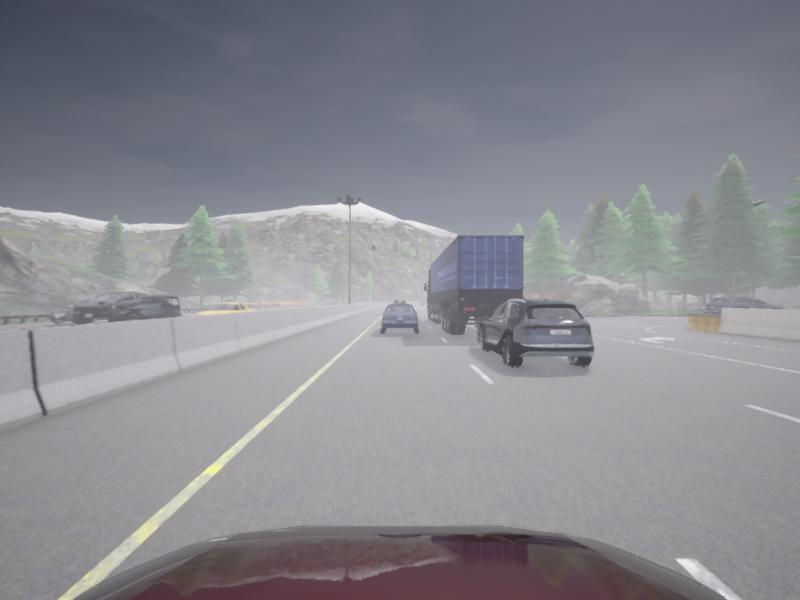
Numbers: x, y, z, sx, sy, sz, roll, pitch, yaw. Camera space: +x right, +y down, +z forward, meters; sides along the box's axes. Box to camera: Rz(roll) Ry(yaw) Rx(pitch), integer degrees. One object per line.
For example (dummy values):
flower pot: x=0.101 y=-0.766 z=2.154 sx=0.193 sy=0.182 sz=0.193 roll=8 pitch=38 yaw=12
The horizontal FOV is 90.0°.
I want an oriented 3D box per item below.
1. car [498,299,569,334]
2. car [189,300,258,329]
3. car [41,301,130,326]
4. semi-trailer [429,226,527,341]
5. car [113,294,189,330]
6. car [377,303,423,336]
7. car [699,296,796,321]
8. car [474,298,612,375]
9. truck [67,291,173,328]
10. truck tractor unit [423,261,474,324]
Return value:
car: x=6.999 y=0.773 z=21.583 sx=2.152 sy=1.651 sz=5.027 roll=0 pitch=0 yaw=0
car: x=-10.501 y=0.791 z=24.315 sx=1.801 sy=1.575 sz=5.366 roll=0 pitch=0 yaw=0
car: x=-21.001 y=0.828 z=27.045 sx=2.128 sy=1.511 sz=4.902 roll=0 pitch=0 yaw=0
semi-trailer: x=3.503 y=-0.626 z=22.438 sx=2.717 sy=4.402 sz=14.254 roll=0 pitch=0 yaw=0
car: x=-14.002 y=0.639 z=22.767 sx=1.905 sy=1.878 sz=3.866 roll=0 pitch=0 yaw=0
car: x=0.001 y=0.887 z=20.545 sx=2.033 sy=1.411 sz=5.357 roll=0 pitch=0 yaw=0
car: x=23.687 y=0.574 z=27.443 sx=4.856 sy=1.649 sz=2.033 roll=0 pitch=0 yaw=1
car: x=3.488 y=0.774 z=10.957 sx=2.033 sy=1.649 sz=4.856 roll=0 pitch=0 yaw=0
truck: x=-17.501 y=0.534 z=25.586 sx=2.390 sy=2.098 sz=6.274 roll=0 pitch=0 yaw=0
truck tractor unit: x=3.497 y=-0.530 z=30.353 sx=3.053 sy=4.208 sz=6.516 roll=0 pitch=0 yaw=0
